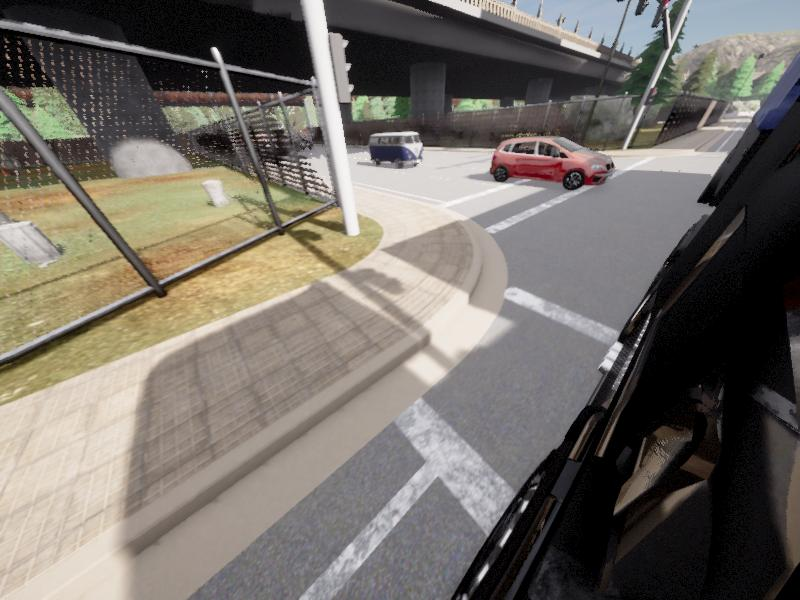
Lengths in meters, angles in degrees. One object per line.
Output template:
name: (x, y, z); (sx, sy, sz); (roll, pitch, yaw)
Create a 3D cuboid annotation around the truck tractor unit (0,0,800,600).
truck tractor unit: (2.645, -0.295, 0.351); (6.516, 4.208, 3.053); (-28, 44, -30)

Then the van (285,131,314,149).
van: (-18.557, -29.420, 42.431); (2.351, 2.431, 6.366); (-29, 44, -30)

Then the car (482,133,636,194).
car: (6.244, -5.904, 9.756); (2.242, 1.667, 4.611); (-29, 43, -30)

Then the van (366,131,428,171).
van: (-0.280, -10.420, 16.038); (1.775, 1.987, 4.442); (-29, 44, -30)

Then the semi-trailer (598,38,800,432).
semi-trailer: (8.682, -3.636, 4.213); (14.254, 4.402, 2.717); (-28, 44, -30)
